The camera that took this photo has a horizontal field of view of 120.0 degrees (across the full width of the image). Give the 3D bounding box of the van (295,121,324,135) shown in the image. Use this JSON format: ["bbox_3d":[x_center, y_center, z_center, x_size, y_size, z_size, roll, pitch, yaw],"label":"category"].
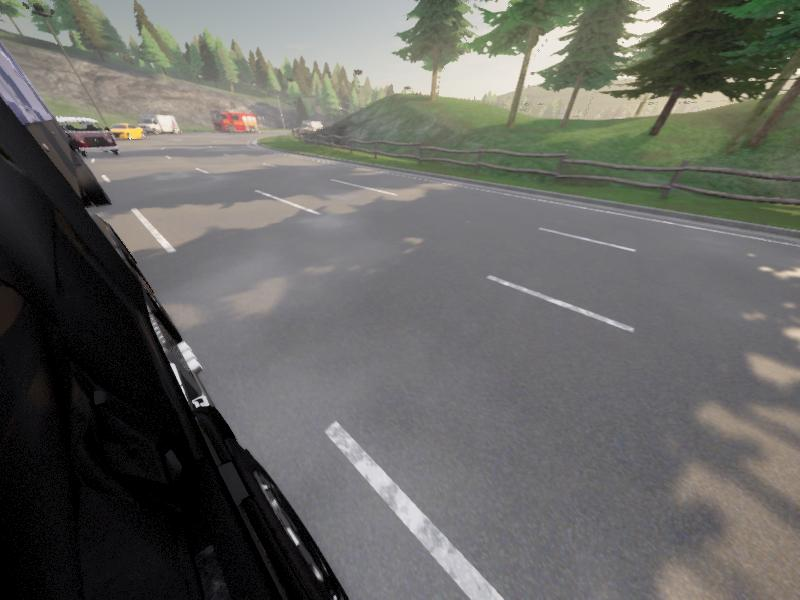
[{"bbox_3d":[-20.558,-39.495,52.973,2.351,2.431,6.366,14,39,15],"label":"van"}]

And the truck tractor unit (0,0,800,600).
[{"bbox_3d":[-2.645,-0.295,0.351,6.516,4.208,3.053,28,44,30],"label":"truck tractor unit"}]

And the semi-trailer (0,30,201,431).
[{"bbox_3d":[-8.642,-3.618,4.316,14.254,4.402,2.717,29,45,31],"label":"semi-trailer"}]

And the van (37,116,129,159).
[{"bbox_3d":[-20.550,-10.627,15.033,4.480,2.038,2.069,21,41,24],"label":"van"}]

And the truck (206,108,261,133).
[{"bbox_3d":[-33.871,-36.843,47.670,2.891,3.827,8.468,14,39,15],"label":"truck"}]

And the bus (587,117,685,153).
[{"bbox_3d":[38.290,-27.473,38.292,10.273,4.253,3.944,28,44,30],"label":"bus"}]

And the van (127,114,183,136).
[{"bbox_3d":[-37.620,-27.166,35.821,2.351,2.431,6.366,-2,37,-6],"label":"van"}]

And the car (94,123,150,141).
[{"bbox_3d":[-30.823,-18.852,25.866,1.882,1.535,5.008,-11,39,-17],"label":"car"}]
